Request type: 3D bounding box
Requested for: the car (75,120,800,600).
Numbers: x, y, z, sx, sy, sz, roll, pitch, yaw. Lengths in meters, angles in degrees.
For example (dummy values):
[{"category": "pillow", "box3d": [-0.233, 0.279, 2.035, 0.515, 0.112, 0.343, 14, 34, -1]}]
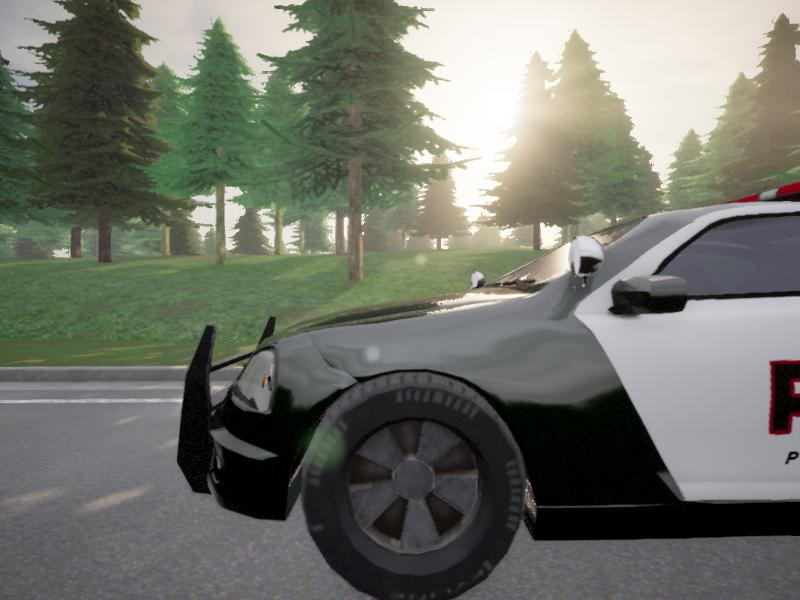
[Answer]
[{"category": "car", "box3d": [1.498, 0.224, 2.261, 4.974, 1.542, 2.038, 0, 0, -1]}]
